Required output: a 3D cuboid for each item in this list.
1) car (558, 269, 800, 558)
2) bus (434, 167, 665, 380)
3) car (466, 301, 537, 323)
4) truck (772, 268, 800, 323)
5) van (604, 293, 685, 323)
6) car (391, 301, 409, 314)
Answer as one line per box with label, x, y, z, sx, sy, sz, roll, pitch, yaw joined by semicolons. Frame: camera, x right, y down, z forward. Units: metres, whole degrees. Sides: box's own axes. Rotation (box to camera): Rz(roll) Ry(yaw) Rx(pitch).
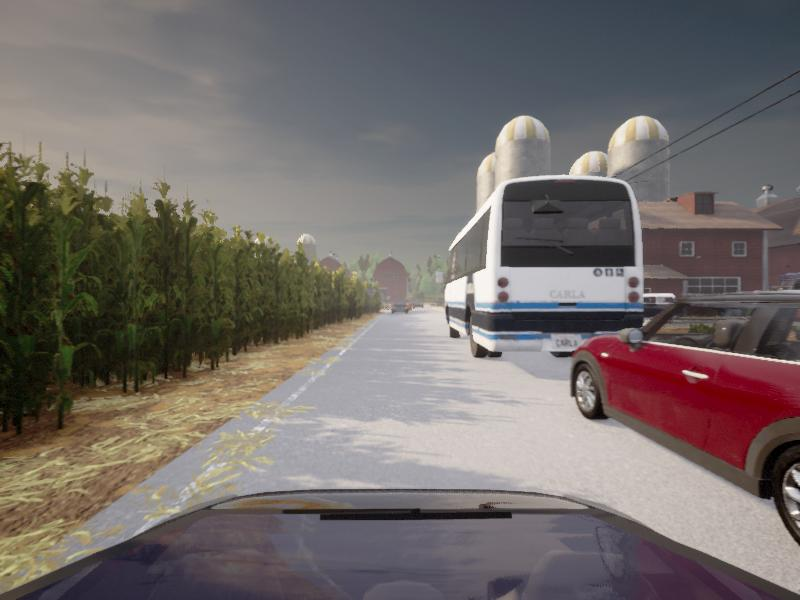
car;3.499;0.696;3.929;2.097;1.767;4.553;0;0;0
bus;3.424;-0.528;13.191;3.944;4.253;10.273;0;0;1
car;7.464;0.837;29.313;4.892;1.490;1.837;0;2;19
truck;31.998;-0.335;28.469;8.468;3.827;2.891;0;0;-1
van;17.131;0.554;28.230;4.480;2.038;2.069;0;0;-1
car;-0.030;0.845;48.567;2.038;1.542;4.974;0;0;-1
